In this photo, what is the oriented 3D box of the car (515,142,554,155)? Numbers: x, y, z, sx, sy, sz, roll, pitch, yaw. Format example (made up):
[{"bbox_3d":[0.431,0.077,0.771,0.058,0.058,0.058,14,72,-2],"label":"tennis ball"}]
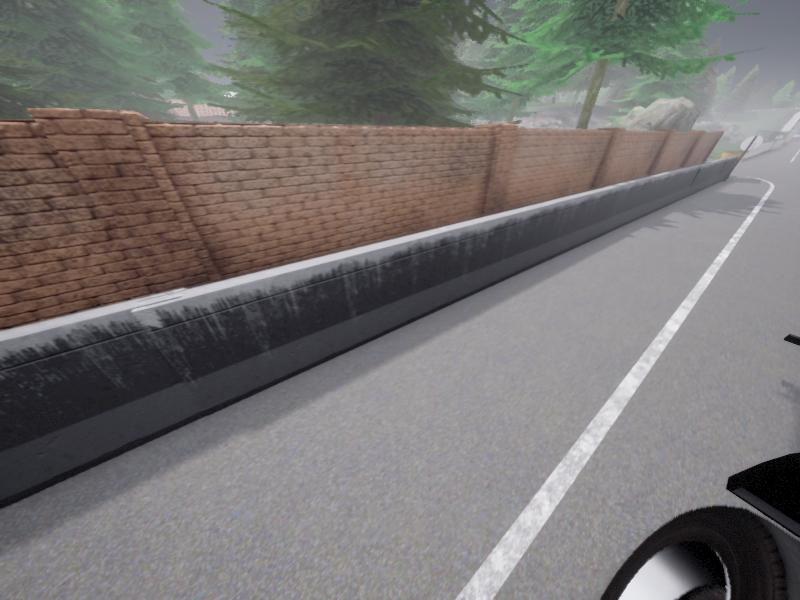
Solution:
[{"bbox_3d":[19.088,-21.744,33.035,1.994,1.385,4.181,-21,40,-27],"label":"car"}]

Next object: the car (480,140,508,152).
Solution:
[{"bbox_3d":[15.239,-25.081,37.649,1.789,1.549,3.705,-22,40,-27],"label":"car"}]

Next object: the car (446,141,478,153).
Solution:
[{"bbox_3d":[10.257,-25.673,38.576,2.128,1.511,4.902,-22,40,-27],"label":"car"}]
